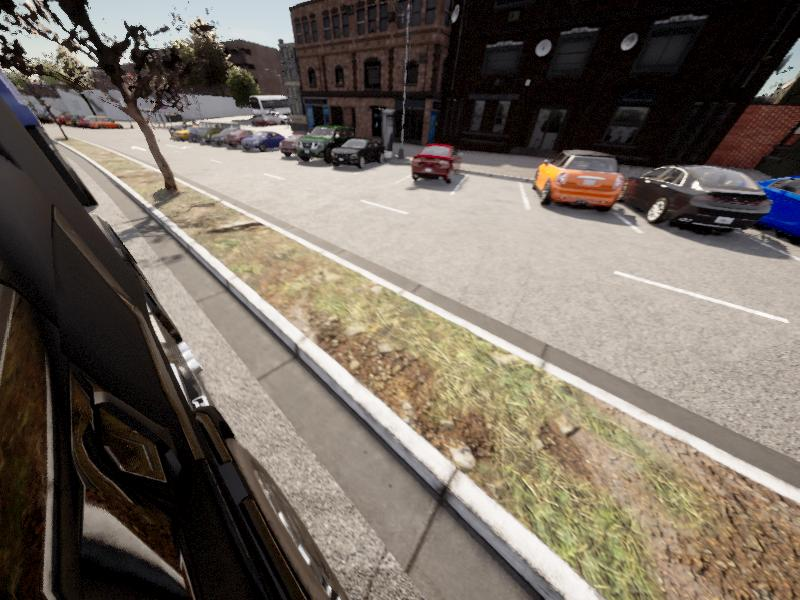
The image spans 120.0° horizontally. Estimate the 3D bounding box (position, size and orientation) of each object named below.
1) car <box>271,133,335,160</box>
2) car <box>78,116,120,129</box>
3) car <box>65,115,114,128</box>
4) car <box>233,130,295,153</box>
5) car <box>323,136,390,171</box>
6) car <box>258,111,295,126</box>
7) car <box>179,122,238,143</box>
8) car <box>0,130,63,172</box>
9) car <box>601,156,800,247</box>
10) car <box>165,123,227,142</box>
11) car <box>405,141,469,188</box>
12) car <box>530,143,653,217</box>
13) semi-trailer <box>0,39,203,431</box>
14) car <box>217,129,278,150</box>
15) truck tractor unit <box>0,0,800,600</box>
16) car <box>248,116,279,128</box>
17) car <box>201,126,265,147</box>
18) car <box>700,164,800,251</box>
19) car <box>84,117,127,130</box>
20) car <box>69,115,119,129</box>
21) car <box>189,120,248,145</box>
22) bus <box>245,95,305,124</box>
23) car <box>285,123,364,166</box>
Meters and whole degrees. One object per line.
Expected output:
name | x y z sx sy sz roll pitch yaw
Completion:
car | -7.276 -12.020 17.975 2.002 1.452 4.674 13 37 13
car | -60.494 -35.754 46.601 1.878 1.987 4.442 8 37 7
car | -65.636 -37.854 49.065 2.435 2.045 5.566 8 37 7
car | -12.024 -14.381 20.862 2.002 1.452 4.674 13 37 12
car | -2.553 -9.660 15.024 2.097 1.535 5.008 13 38 14
car | -24.222 -35.764 45.492 5.566 2.045 2.435 8 43 7
car | -21.650 -19.152 26.417 2.185 1.767 4.553 12 37 11
car | -19.042 -7.512 11.472 4.181 1.385 1.994 27 43 29
car | 9.012 -3.527 7.488 2.231 1.521 4.892 14 38 15
car | -24.152 -20.065 27.698 1.946 1.575 5.366 11 37 11
car | 2.101 -7.231 12.041 2.097 1.535 5.008 13 38 14
car | 6.716 -4.863 8.931 2.185 1.767 4.553 14 38 15
semi-trailer | -8.766 -3.538 4.187 14.254 4.402 2.717 27 44 29
car | -14.425 -15.547 22.284 2.002 1.452 4.674 12 37 13
truck tractor unit | -2.645 -0.295 0.351 6.516 4.208 3.053 28 44 30
car | -25.803 -33.808 43.771 4.674 1.452 2.002 8 43 7
car | -16.819 -16.742 23.681 2.231 1.521 4.892 12 37 12
car | 11.309 -2.293 5.968 2.097 1.535 5.008 15 38 15
car | -57.916 -34.713 45.529 2.185 1.767 4.553 8 37 8
car | -63.054 -36.825 47.841 2.435 2.045 5.566 8 37 7
car | -19.260 -18.007 24.853 1.878 1.987 4.442 12 37 12
bus | -26.424 -41.193 49.732 3.944 4.253 10.273 22 47 21
car | -4.902 -11.045 16.320 2.435 2.045 5.566 13 38 13
